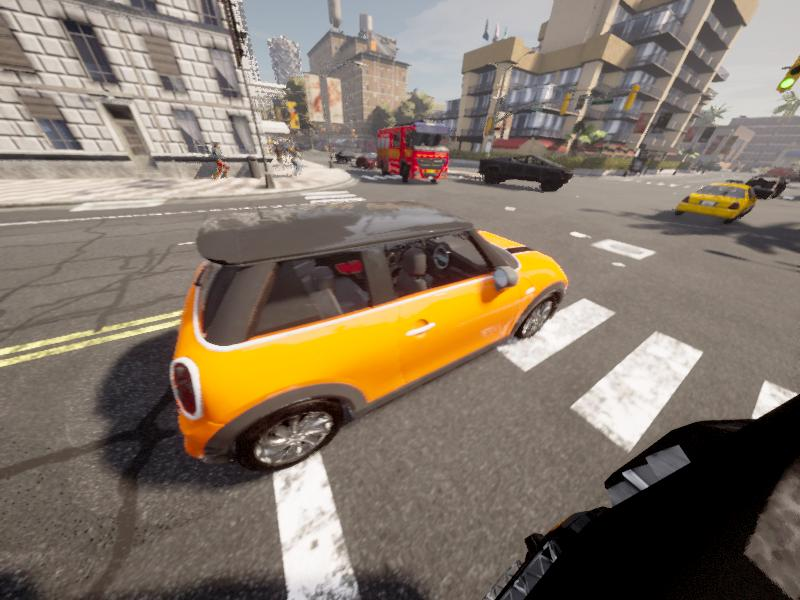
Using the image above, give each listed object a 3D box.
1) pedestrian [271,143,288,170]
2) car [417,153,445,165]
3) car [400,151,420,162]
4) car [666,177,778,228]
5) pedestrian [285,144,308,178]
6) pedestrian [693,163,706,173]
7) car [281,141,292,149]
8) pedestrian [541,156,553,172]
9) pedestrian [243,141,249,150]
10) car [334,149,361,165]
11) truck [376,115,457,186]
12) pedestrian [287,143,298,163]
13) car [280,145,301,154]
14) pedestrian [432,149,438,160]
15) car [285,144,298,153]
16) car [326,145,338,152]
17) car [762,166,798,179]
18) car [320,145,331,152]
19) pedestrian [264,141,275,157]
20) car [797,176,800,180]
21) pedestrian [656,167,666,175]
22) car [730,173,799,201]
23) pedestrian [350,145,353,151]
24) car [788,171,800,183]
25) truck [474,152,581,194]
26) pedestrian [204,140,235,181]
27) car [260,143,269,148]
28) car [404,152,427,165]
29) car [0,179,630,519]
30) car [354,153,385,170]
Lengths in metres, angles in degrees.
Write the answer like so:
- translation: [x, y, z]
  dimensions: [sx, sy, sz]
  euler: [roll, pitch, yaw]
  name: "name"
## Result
- translation: [-9.893, -11.752, 18.930]
  dimensions: [0.751, 1.860, 0.751]
  euler: [-16, 38, -26]
  name: "pedestrian"
- translation: [5.096, -23.529, 38.486]
  dimensions: [1.837, 1.490, 4.892]
  euler: [-17, 38, -27]
  name: "car"
- translation: [1.773, -26.689, 42.898]
  dimensions: [1.851, 1.617, 3.988]
  euler: [-17, 38, -27]
  name: "car"
- translation: [15.030, -4.700, 10.760]
  dimensions: [5.366, 1.575, 1.801]
  euler: [-17, 38, -27]
  name: "car"
- translation: [-6.789, -9.149, 15.239]
  dimensions: [0.751, 1.860, 0.751]
  euler: [19, 37, 23]
  name: "pedestrian"
- translation: [62.728, -27.605, 48.361]
  dimensions: [0.751, 1.860, 0.751]
  euler: [-19, 40, -30]
  name: "pedestrian"
- translation: [-38.270, -52.171, 77.904]
  dimensions: [2.150, 2.045, 5.566]
  euler: [-17, 38, -27]
  name: "car"
- translation: [19.823, -18.352, 31.143]
  dimensions: [0.751, 1.860, 0.751]
  euler: [22, 38, 26]
  name: "pedestrian"
- translation: [-35.555, -35.680, 53.351]
  dimensions: [0.751, 1.860, 0.751]
  euler: [-16, 38, -26]
  name: "pedestrian"
- translation: [-7.089, -19.095, 30.866]
  dimensions: [1.837, 1.490, 4.892]
  euler: [-17, 39, -27]
  name: "car"
- translation: [0.678, -11.937, 18.553]
  dimensions: [2.891, 3.827, 8.468]
  euler: [-10, 36, -19]
  name: "truck"
- translation: [-12.245, -16.760, 26.305]
  dimensions: [0.751, 1.860, 0.751]
  euler: [-14, 37, -24]
  name: "pedestrian"
- translation: [-24.534, -34.020, 52.076]
  dimensions: [3.806, 1.475, 1.970]
  euler: [-4, 34, -10]
  name: "car"
- translation: [7.082, -29.592, 47.130]
  dimensions: [0.751, 1.860, 0.751]
  euler: [-17, 38, -27]
  name: "pedestrian"
- translation: [-26.890, -37.623, 57.276]
  dimensions: [1.882, 1.535, 5.008]
  euler: [-17, 38, -27]
  name: "car"
- translation: [-21.908, -48.828, 74.481]
  dimensions: [2.152, 1.651, 5.027]
  euler: [-17, 38, -27]
  name: "car"
- translation: [82.672, -27.844, 50.394]
  dimensions: [2.150, 2.045, 5.566]
  euler: [26, 40, 30]
  name: "car"
- translation: [-22.318, -45.486, 69.446]
  dimensions: [1.801, 1.575, 5.366]
  euler: [-15, 38, -25]
  name: "car"
- translation: [-18.416, -21.247, 32.606]
  dimensions: [0.751, 1.860, 0.751]
  euler: [-26, 43, -36]
  name: "pedestrian"
- translation: [83.131, -24.978, 46.532]
  dimensions: [1.789, 1.549, 3.705]
  euler: [26, 40, 30]
  name: "car"
- translation: [43.280, -21.458, 38.300]
  dimensions: [0.500, 1.100, 0.500]
  euler: [-15, 37, -24]
  name: "pedestrian"
- translation: [28.562, -8.914, 18.118]
  dimensions: [3.988, 1.617, 1.851]
  euler: [-14, 37, -24]
  name: "car"
- translation: [-16.809, -52.662, 80.117]
  dimensions: [0.751, 1.860, 0.751]
  euler: [30, 42, 35]
  name: "pedestrian"
- translation: [67.531, -20.469, 38.554]
  dimensions: [4.611, 1.667, 2.242]
  euler: [-19, 39, -30]
  name: "car"
- translation: [9.229, -9.624, 17.277]
  dimensions: [6.274, 2.098, 2.390]
  euler: [27, 40, 31]
  name: "truck"
- translation: [-10.033, -7.773, 12.917]
  dimensions: [0.751, 1.860, 0.751]
  euler: [-12, 36, -22]
  name: "pedestrian"
- translation: [-44.355, -50.417, 75.460]
  dimensions: [1.895, 1.301, 4.718]
  euler: [-17, 38, -27]
  name: "car"
- translation: [2.373, -22.408, 36.533]
  dimensions: [1.789, 1.549, 3.705]
  euler: [-17, 38, -27]
  name: "car"
- translation: [0.115, -0.336, 2.848]
  dimensions: [4.553, 1.767, 2.097]
  euler: [-17, 38, -27]
  name: "car"
- translation: [-3.489, -15.679, 26.105]
  dimensions: [1.994, 1.385, 4.181]
  euler: [-15, 38, -25]
  name: "car"
